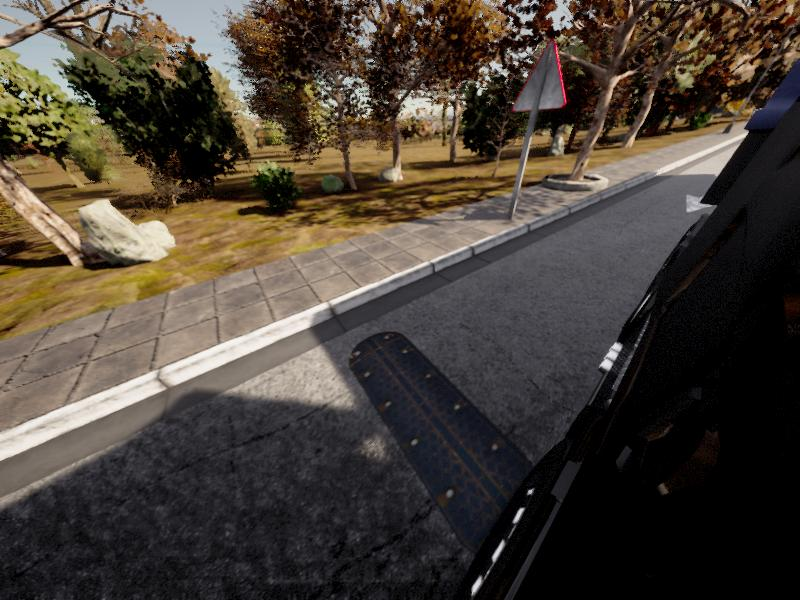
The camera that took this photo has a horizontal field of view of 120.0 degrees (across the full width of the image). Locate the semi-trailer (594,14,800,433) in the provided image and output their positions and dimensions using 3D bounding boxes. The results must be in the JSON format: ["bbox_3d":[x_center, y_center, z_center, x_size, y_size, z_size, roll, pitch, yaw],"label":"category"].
[{"bbox_3d":[8.916,-3.488,3.935,14.254,4.402,2.717,-26,43,-27],"label":"semi-trailer"}]

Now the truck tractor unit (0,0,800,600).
[{"bbox_3d":[2.645,-0.295,0.352,6.516,4.208,3.053,-28,44,-30],"label":"truck tractor unit"}]
